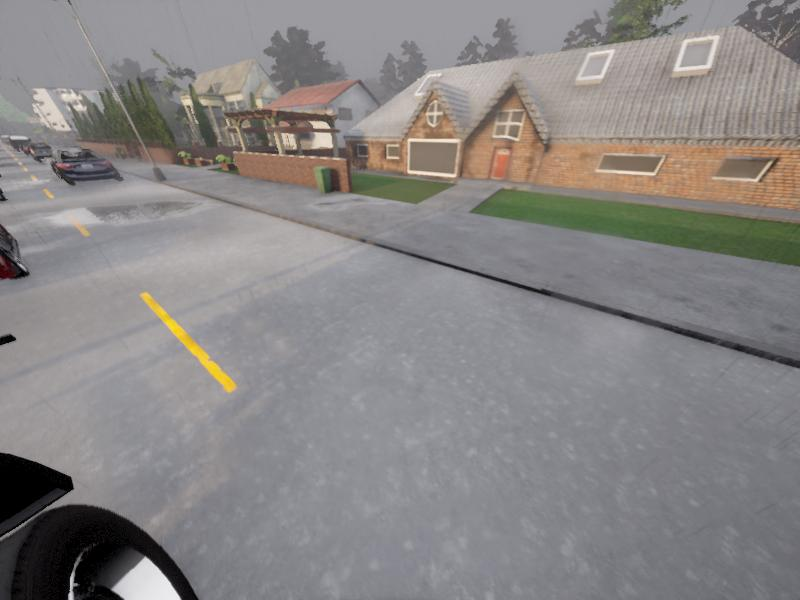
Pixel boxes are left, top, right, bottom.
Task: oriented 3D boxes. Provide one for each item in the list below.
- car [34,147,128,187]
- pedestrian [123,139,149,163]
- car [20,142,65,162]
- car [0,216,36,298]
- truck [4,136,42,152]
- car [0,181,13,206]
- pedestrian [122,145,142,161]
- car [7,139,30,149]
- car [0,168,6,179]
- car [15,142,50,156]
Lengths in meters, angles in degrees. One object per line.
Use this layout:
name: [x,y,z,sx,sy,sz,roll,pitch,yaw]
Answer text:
car: [-18.729,-7.946,13.588,4.611,1.667,2.242,22,41,28]
pedestrian: [-24.902,-14.051,21.817,0.751,1.860,0.751,19,39,25]
car: [-37.931,-15.720,24.523,3.988,1.617,1.851,22,41,28]
car: [-8.868,-1.009,4.085,4.181,1.385,1.994,22,41,28]
truck: [-63.840,-26.442,39.104,6.274,2.098,2.390,22,41,28]
car: [-17.873,-4.730,9.157,4.514,1.525,2.007,22,41,28]
pedestrian: [-28.119,-15.438,24.246,0.751,1.300,0.751,22,41,28]
car: [-80.272,-32.886,48.603,5.366,1.575,1.801,22,41,28]
car: [-27.418,-8.607,14.583,4.514,1.525,2.007,22,41,28]
car: [-49.835,-20.497,31.323,4.193,1.474,1.816,22,41,28]
